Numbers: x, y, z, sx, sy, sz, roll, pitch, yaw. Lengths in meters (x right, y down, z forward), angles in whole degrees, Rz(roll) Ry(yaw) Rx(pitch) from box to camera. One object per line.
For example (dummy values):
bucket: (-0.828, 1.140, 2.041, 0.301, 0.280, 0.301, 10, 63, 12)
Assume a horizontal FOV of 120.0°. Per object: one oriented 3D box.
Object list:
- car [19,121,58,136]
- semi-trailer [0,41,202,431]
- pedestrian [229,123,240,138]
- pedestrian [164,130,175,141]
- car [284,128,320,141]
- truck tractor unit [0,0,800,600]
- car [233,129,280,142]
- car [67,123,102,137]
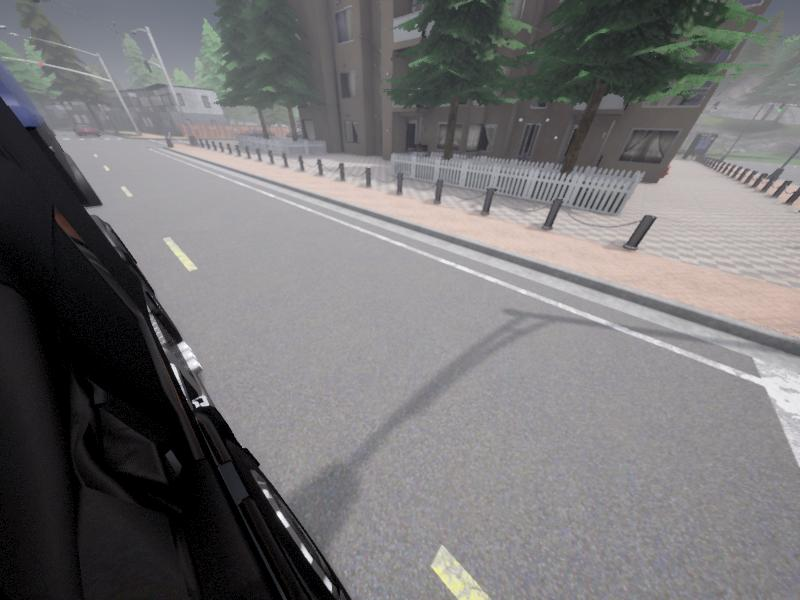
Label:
car: (-46.389, -22.043, 29.668, 4.181, 1.385, 1.994, 24, 42, 27)
semi-trailer: (-8.722, -3.566, 4.238, 14.254, 4.402, 2.717, 28, 43, 30)
pedestrian: (-26.383, -27.079, 36.867, 0.751, 1.860, 0.751, 28, 44, 31)
pedestrian: (-28.614, -20.448, 28.688, 0.500, 1.100, 0.500, 25, 42, 28)
car: (-16.289, -27.642, 38.667, 2.152, 1.651, 5.027, 30, 45, 32)
truck tractor unit: (-2.645, -0.295, 0.352, 6.516, 4.208, 3.053, 28, 44, 30)
car: (-21.232, -24.505, 34.357, 2.033, 1.411, 5.357, 30, 45, 32)
car: (-42.172, -22.755, 30.857, 4.181, 1.385, 1.994, 26, 43, 28)
